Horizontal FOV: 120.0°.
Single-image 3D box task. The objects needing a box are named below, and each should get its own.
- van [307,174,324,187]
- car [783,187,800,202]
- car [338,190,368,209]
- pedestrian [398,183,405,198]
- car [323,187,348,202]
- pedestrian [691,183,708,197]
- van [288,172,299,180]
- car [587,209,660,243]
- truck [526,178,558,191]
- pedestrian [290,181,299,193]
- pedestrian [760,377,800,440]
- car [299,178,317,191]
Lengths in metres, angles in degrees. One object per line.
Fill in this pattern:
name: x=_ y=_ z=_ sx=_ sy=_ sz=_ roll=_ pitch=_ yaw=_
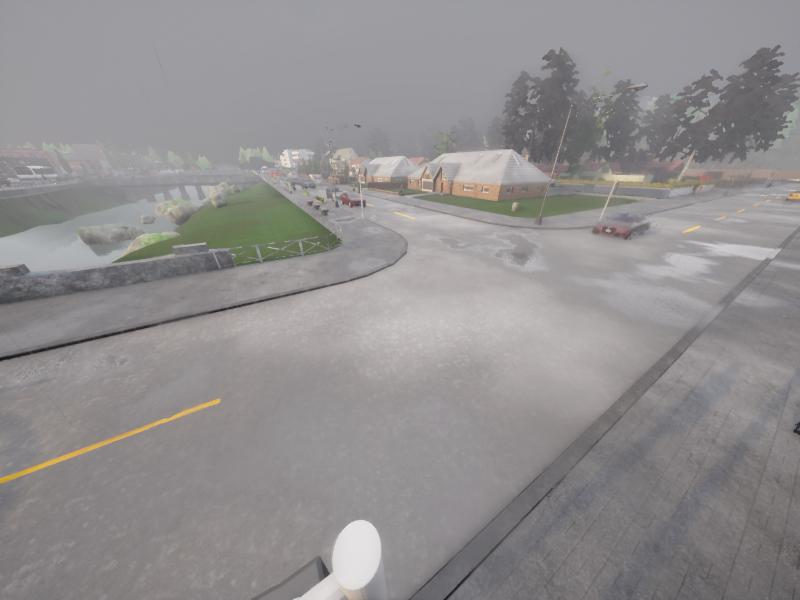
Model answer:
van: x=-21.106 y=-29.842 z=57.474 sx=2.351 sy=2.431 sz=6.366 roll=-16 pitch=34 yaw=-26
car: x=55.090 y=-14.418 z=31.606 sx=5.366 sy=1.575 sz=1.801 roll=-16 pitch=34 yaw=-26
car: x=-5.702 y=-12.128 z=27.683 sx=1.882 sy=1.535 sz=5.008 roll=-16 pitch=34 yaw=-25
pedestrian: x=0.272 y=-16.325 z=34.373 sx=0.751 sy=1.860 sz=0.751 roll=-21 pitch=36 yaw=-32
car: x=-9.247 y=-15.166 z=32.957 sx=2.007 sy=1.525 sz=4.514 roll=-16 pitch=34 yaw=-26
pedestrian: x=44.802 y=-16.417 z=34.532 sx=0.751 sy=1.860 sz=0.751 roll=-17 pitch=34 yaw=-27
van: x=-39.251 y=-45.576 z=84.718 sx=2.351 sy=2.431 sz=6.366 roll=-16 pitch=34 yaw=-26
car: x=15.219 y=-5.137 z=15.744 sx=4.181 sy=1.385 sz=1.994 roll=-16 pitch=34 yaw=-26
truck: x=27.281 y=-22.337 z=44.478 sx=2.069 sy=2.038 sz=4.478 roll=-16 pitch=34 yaw=-26
pedestrian: x=-18.210 y=-19.502 z=39.875 sx=0.751 sy=1.860 sz=0.751 roll=12 pitch=32 yaw=20
pedestrian: x=7.051 y=1.442 z=3.600 sx=0.751 sy=1.860 sz=0.751 roll=-15 pitch=33 yaw=-24
car: x=-18.898 y=-23.758 z=47.321 sx=2.150 sy=2.045 sz=5.566 roll=-16 pitch=33 yaw=-26
